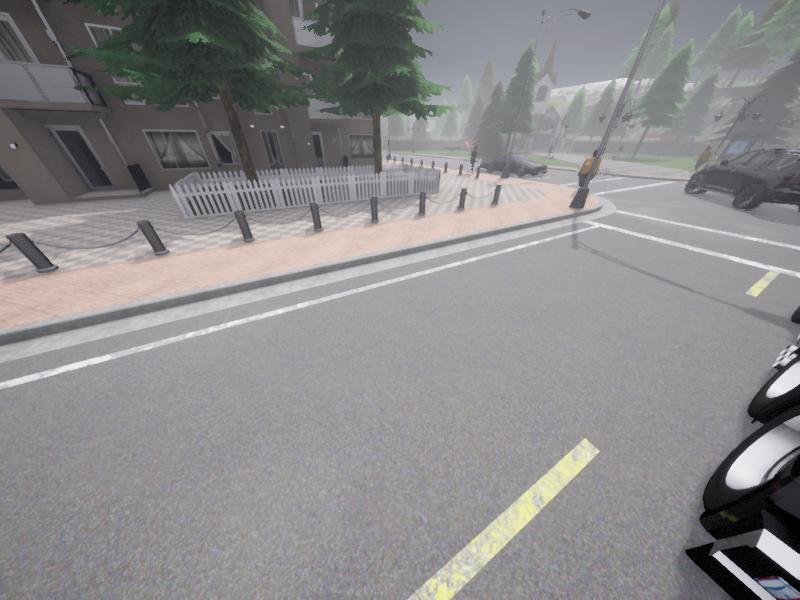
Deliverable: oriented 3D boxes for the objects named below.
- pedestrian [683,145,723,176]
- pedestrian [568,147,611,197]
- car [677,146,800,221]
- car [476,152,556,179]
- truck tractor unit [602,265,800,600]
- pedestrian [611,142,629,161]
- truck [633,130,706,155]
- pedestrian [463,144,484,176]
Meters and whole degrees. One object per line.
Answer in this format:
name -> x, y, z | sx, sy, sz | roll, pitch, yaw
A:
pedestrian -> 21.532, -9.927, 16.471 | 0.751, 1.860, 0.751 | -8, 36, -11
pedestrian -> 8.319, -5.642, 10.195 | 0.751, 1.860, 0.751 | 28, 43, 34
car -> 15.093, -5.063, 9.573 | 2.150, 2.045, 5.566 | 14, 37, 17
car -> 8.797, -10.722, 18.208 | 2.033, 1.411, 5.357 | -17, 38, -23
truck tractor unit -> 5.112, -0.299, 0.779 | 6.516, 4.208, 3.053 | -18, 39, -24
pedestrian -> 26.658, -18.014, 28.034 | 0.751, 1.860, 0.751 | 9, 36, 12
truck -> 53.813, -31.727, 46.592 | 2.891, 3.827, 8.468 | -20, 40, -27
pedestrian -> 5.016, -9.595, 15.846 | 0.751, 1.860, 0.751 | -17, 38, -23
